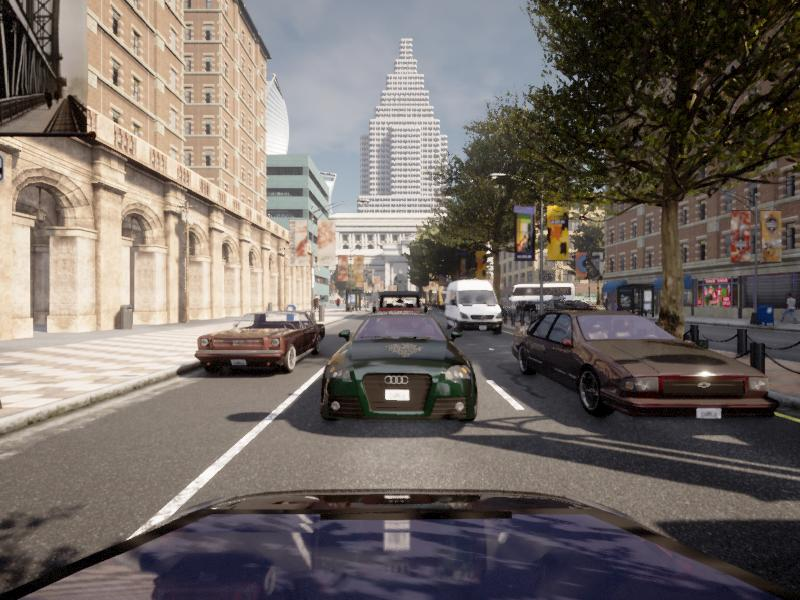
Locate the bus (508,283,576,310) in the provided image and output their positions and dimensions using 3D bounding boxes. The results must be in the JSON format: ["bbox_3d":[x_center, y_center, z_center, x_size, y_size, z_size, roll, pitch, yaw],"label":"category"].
[{"bbox_3d":[23.267,-0.537,66.043,10.273,4.253,3.944,0,0,18],"label":"bus"}]

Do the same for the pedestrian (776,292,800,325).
[{"bbox_3d":[22.527,0.486,23.164,0.751,1.860,0.751,0,0,-2],"label":"pedestrian"}]

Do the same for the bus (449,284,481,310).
[{"bbox_3d":[11.400,-0.535,71.491,3.944,4.253,10.273,0,0,0],"label":"bus"}]

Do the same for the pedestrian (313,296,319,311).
[{"bbox_3d":[-10.736,0.486,51.125,0.751,1.860,0.751,0,0,-6],"label":"pedestrian"}]

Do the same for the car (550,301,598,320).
[{"bbox_3d":[15.011,0.828,34.858,2.038,1.542,4.974,0,0,0],"label":"car"}]

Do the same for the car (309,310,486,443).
[{"bbox_3d":[0.010,0.908,6.581,1.994,1.385,4.181,0,0,1],"label":"car"}]

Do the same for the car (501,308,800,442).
[{"bbox_3d":[3.501,0.895,7.189,2.033,1.411,5.357,0,0,0],"label":"car"}]

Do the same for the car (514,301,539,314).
[{"bbox_3d":[15.045,0.828,47.780,1.845,1.501,3.633,0,0,0],"label":"car"}]

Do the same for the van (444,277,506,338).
[{"bbox_3d":[3.504,0.324,19.887,1.988,2.561,5.915,0,0,0],"label":"van"}]

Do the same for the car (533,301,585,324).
[{"bbox_3d":[11.509,0.846,29.373,1.837,1.490,4.892,0,0,0],"label":"car"}]

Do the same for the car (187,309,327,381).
[{"bbox_3d":[-3.246,0.939,10.223,1.895,1.301,4.718,0,0,0],"label":"car"}]

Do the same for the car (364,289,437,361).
[{"bbox_3d":[0.002,0.646,12.322,1.905,1.878,3.866,0,0,0],"label":"car"}]
